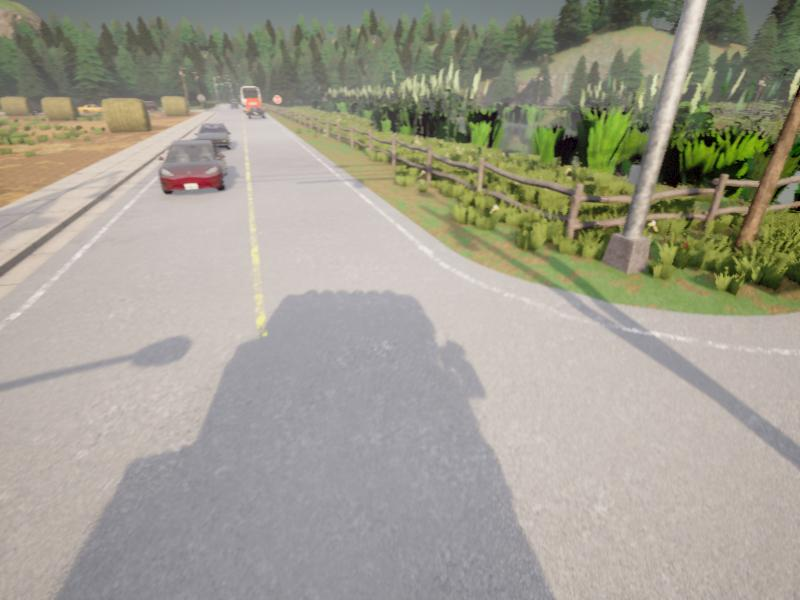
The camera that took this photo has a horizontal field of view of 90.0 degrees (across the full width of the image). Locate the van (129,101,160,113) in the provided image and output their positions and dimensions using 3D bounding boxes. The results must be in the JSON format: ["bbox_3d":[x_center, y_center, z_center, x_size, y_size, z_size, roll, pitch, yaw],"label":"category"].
[{"bbox_3d":[-47.524,-35.999,74.534,4.442,1.987,1.775,-11,29,-20],"label":"van"}]

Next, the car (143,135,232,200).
[{"bbox_3d":[-7.555,-5.068,14.797,2.163,1.488,4.792,-9,29,-17],"label":"car"}]

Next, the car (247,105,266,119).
[{"bbox_3d":[-20.234,-26.411,56.167,2.152,1.651,5.027,-9,29,-17],"label":"car"}]

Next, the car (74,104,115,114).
[{"bbox_3d":[-54.815,-34.436,71.995,5.366,1.575,1.801,-11,29,-20],"label":"car"}]

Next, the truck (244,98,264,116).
[{"bbox_3d":[-23.685,-31.272,64.695,2.627,2.467,5.204,-9,29,-17],"label":"truck"}]

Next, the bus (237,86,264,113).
[{"bbox_3d":[-27.969,-37.462,74.785,3.944,4.253,10.273,-9,29,-17],"label":"bus"}]

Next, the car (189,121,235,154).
[{"bbox_3d":[-11.550,-10.214,24.907,2.033,1.411,5.357,-9,29,-17],"label":"car"}]
